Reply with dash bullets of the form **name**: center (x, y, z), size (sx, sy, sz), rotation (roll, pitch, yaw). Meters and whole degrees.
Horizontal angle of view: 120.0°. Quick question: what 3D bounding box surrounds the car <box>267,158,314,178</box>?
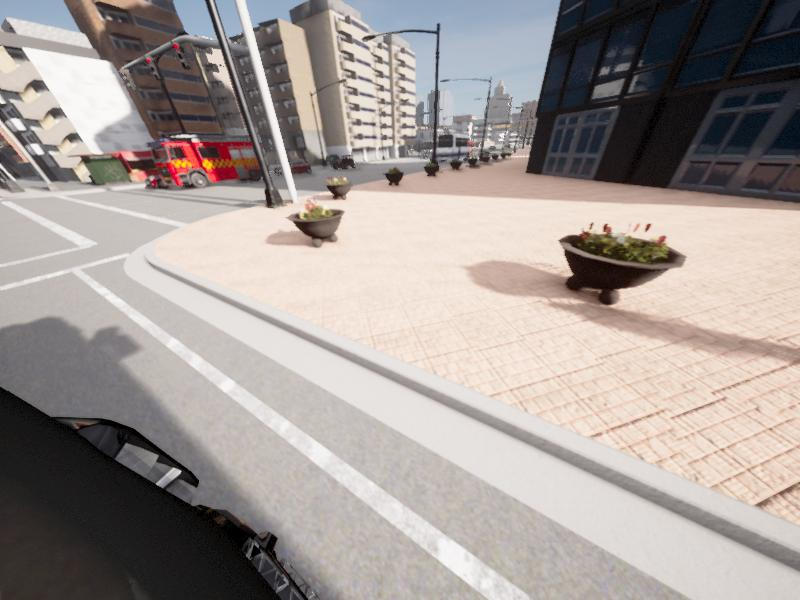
- **car**: center (-12.994, -15.985, 27.807), size (2.097, 1.767, 4.553), rotation (16, 37, 26)

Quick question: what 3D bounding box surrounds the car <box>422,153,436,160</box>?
- **car**: center (7.304, -35.835, 57.565), size (1.994, 1.385, 4.181), rotation (16, 37, 26)

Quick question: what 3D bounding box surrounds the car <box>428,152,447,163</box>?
- **car**: center (7.480, -28.415, 45.859), size (2.033, 1.649, 4.856), rotation (16, 37, 26)

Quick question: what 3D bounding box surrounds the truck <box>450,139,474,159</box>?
- **truck**: center (15.383, -37.192, 56.842), size (2.891, 3.827, 8.468), rotation (16, 38, 26)

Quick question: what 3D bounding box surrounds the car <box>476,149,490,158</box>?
- **car**: center (21.971, -38.842, 61.086), size (2.152, 1.651, 5.027), rotation (16, 38, 26)

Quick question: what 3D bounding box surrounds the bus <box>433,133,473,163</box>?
- **bus**: center (10.091, -28.425, 43.284), size (3.944, 4.253, 10.273), rotation (16, 37, 26)

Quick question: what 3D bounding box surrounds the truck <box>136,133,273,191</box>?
- **truck**: center (-17.070, -12.858, 21.402), size (2.891, 3.827, 8.468), rotation (16, 37, 25)

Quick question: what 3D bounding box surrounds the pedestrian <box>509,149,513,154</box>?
- **pedestrian**: center (28.864, -38.651, 60.144), size (0.500, 1.100, 0.500), rotation (-29, 42, -34)

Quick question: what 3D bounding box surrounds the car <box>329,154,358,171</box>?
- **car**: center (-8.376, -20.643, 34.625), size (1.905, 1.878, 3.866), rotation (15, 37, 25)

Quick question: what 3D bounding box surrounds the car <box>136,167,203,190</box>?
- **car**: center (-21.372, -11.410, 21.625), size (1.970, 1.475, 3.806), rotation (16, 37, 26)

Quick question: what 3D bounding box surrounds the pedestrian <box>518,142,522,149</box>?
- **pedestrian**: center (40.215, -51.570, 77.235), size (0.751, 1.860, 0.751), rotation (13, 37, 22)

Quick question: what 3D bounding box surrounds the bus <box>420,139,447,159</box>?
- **bus**: center (9.587, -43.147, 65.894), size (3.944, 4.253, 10.273), rotation (16, 38, 26)
